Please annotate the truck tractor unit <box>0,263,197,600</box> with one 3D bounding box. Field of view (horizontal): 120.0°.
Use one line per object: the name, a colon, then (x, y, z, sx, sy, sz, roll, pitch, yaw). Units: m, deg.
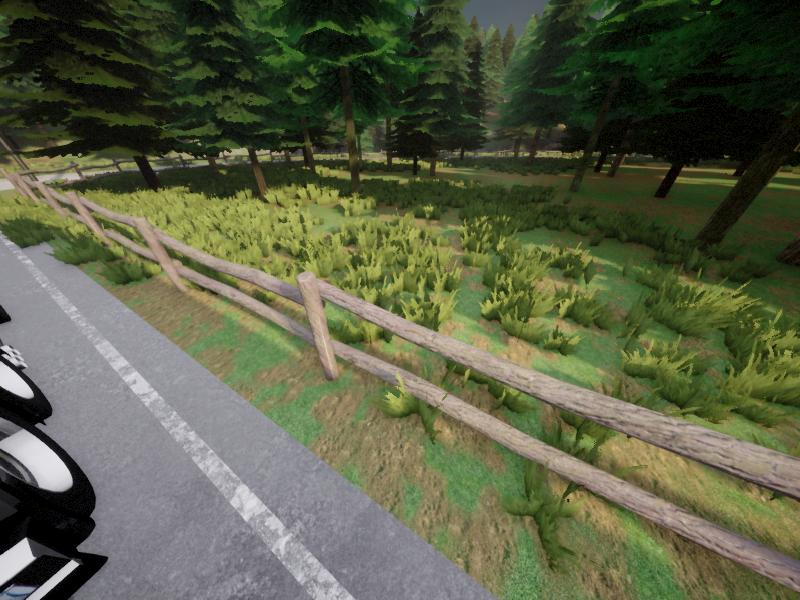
truck tractor unit: (-5.109, -0.303, 0.782, 6.516, 4.208, 3.053, 18, 39, 24)
